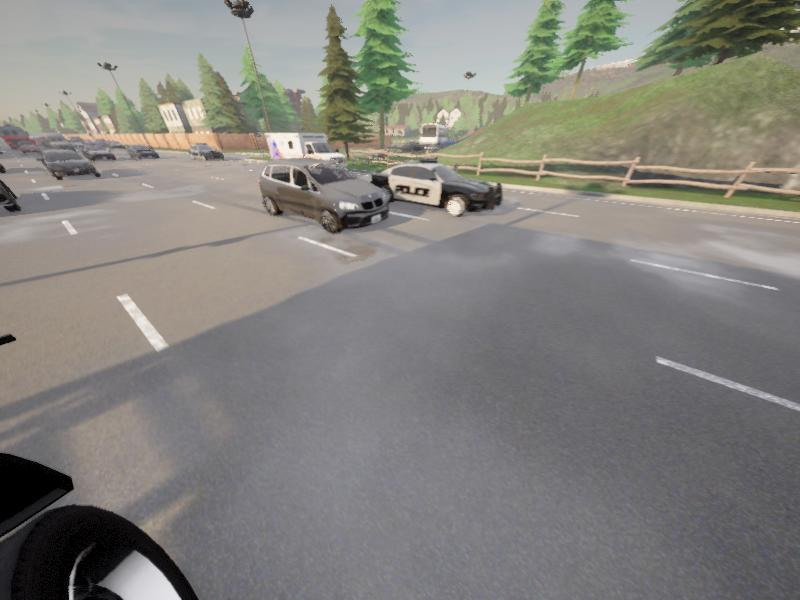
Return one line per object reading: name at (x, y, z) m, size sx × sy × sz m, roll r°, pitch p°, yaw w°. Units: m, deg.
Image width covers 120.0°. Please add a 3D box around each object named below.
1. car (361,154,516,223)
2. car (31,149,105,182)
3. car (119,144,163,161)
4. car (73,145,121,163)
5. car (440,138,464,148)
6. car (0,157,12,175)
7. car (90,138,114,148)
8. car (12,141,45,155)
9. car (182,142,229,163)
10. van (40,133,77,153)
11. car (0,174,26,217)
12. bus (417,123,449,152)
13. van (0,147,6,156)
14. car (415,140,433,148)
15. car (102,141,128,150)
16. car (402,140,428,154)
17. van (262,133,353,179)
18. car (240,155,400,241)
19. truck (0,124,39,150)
car at (1.194, -4.465, 8.824) m, size 5.238 × 1.638 × 1.930 m, roll 22°, pitch 41°, yaw 28°
car at (-21.188, -8.663, 14.718) m, size 4.892 × 1.490 × 1.837 m, roll 22°, pitch 41°, yaw 28°
car at (-30.126, -17.234, 26.879) m, size 5.357 × 1.411 × 2.033 m, roll 22°, pitch 41°, yaw 28°
car at (-32.344, -15.675, 24.651) m, size 5.357 × 1.411 × 2.033 m, roll 22°, pitch 41°, yaw 28°
car at (13.608, -41.255, 60.745) m, size 5.566 × 2.045 × 2.150 m, roll 22°, pitch 41°, yaw 28°
car at (-29.858, -9.751, 16.196) m, size 4.792 × 1.488 × 2.163 m, roll 22°, pitch 41°, yaw 28°
car at (-64.481, -33.982, 49.995) m, size 4.553 × 1.767 × 2.097 m, roll 22°, pitch 41°, yaw 28°
car at (-53.381, -21.906, 33.192) m, size 3.633 × 1.501 × 1.845 m, roll 22°, pitch 41°, yaw 28°
car at (-21.242, -16.155, 25.209) m, size 5.238 × 1.638 × 1.930 m, roll 22°, pitch 41°, yaw 28°
van at (-56.029, -25.876, 37.922) m, size 5.915 × 2.561 × 1.988 m, roll 22°, pitch 41°, yaw 28°
car at (-15.759, -4.017, 8.064) m, size 5.027 × 1.651 × 2.152 m, roll 22°, pitch 41°, yaw 28°
bus at (6.751, -32.267, 46.025) m, size 3.944 × 4.253 × 10.273 m, roll 11°, pitch 37°, yaw 15°
van at (-55.090, -20.506, 30.412) m, size 6.366 × 2.431 × 2.351 m, roll 22°, pitch 41°, yaw 28°
car at (6.673, -43.914, 64.894) m, size 4.611 × 1.667 × 2.242 m, roll 22°, pitch 41°, yaw 28°
car at (-55.518, -30.136, 44.960) m, size 5.357 × 1.411 × 2.033 m, roll 22°, pitch 41°, yaw 28°
car at (2.568, -26.615, 40.107) m, size 2.097 × 1.767 × 4.553 m, roll 27°, pitch 43°, yaw 32°
van at (-6.688, -10.496, 16.625) m, size 6.366 × 2.431 × 2.351 m, roll 22°, pitch 41°, yaw 28°
car at (-2.543, -3.547, 7.459) m, size 4.611 × 1.667 × 2.242 m, roll 23°, pitch 41°, yaw 28°
truck at (-71.969, -30.484, 43.199) m, size 8.468 × 3.827 × 2.891 m, roll 22°, pitch 41°, yaw 28°
